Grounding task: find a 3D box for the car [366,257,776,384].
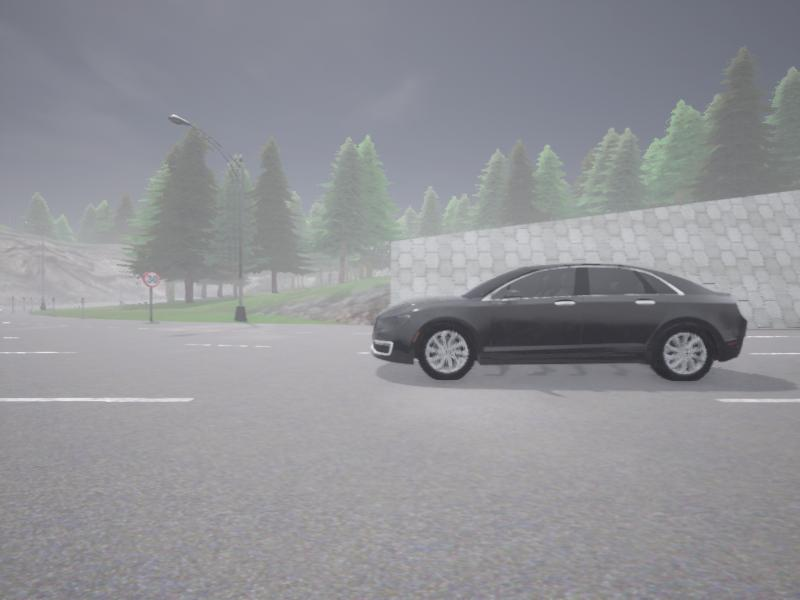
[{"bbox_3d":[2.043,0.248,5.699,4.892,1.490,1.837,0,0,0],"label":"car"}]
